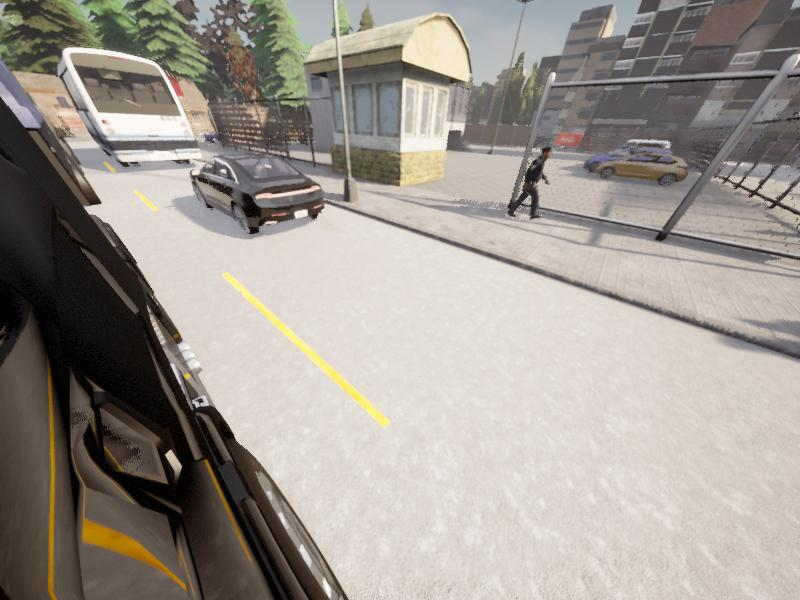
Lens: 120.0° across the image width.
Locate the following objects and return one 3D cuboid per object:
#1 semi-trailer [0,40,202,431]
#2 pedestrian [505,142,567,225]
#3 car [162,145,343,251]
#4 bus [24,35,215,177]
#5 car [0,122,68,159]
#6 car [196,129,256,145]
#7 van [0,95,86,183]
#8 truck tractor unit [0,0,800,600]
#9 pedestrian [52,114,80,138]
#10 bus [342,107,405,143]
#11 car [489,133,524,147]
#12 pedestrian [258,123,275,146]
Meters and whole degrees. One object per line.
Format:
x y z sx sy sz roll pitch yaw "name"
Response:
-8.718 -3.589 4.212 14.254 4.402 2.717 28 44 30 "semi-trailer"
3.671 -3.180 6.351 0.751 1.860 0.751 26 42 28 "pedestrian"
-4.047 -3.099 6.273 4.902 1.511 2.128 28 44 30 "car"
-15.340 -10.210 12.815 10.273 4.253 3.944 29 44 30 "bus"
-22.181 -9.478 13.659 3.705 1.549 1.789 21 40 23 "car"
-18.894 -17.873 25.315 1.895 1.301 4.718 30 44 31 "car"
-16.153 -7.047 9.963 5.915 2.561 1.988 29 44 31 "van"
-2.645 -0.295 0.351 6.516 4.208 3.053 28 44 30 "truck tractor unit"
-32.282 -16.785 22.347 0.751 1.860 0.751 27 43 29 "pedestrian"
-4.001 -28.908 38.530 3.944 4.253 10.273 28 44 30 "bus"
21.010 -31.890 45.908 5.566 2.045 2.150 28 44 30 "car"
-13.534 -16.733 23.417 0.751 1.860 0.751 28 44 30 "pedestrian"
